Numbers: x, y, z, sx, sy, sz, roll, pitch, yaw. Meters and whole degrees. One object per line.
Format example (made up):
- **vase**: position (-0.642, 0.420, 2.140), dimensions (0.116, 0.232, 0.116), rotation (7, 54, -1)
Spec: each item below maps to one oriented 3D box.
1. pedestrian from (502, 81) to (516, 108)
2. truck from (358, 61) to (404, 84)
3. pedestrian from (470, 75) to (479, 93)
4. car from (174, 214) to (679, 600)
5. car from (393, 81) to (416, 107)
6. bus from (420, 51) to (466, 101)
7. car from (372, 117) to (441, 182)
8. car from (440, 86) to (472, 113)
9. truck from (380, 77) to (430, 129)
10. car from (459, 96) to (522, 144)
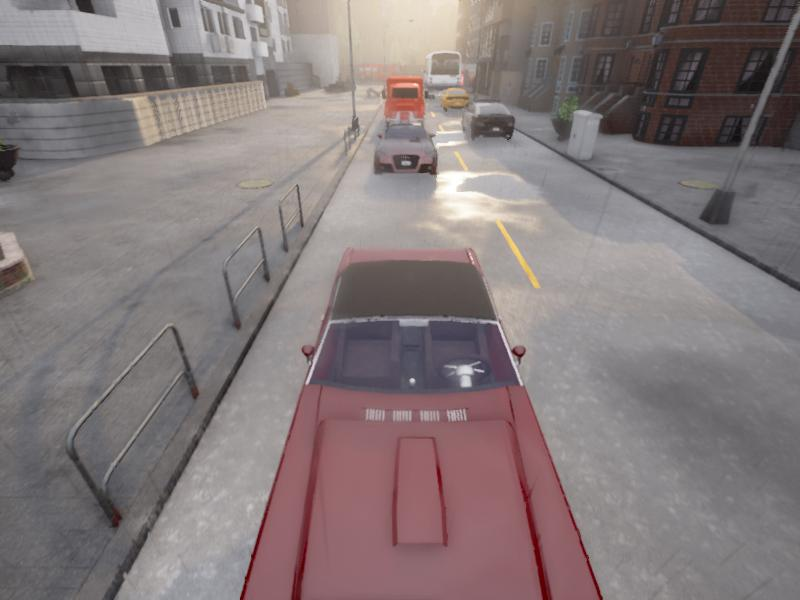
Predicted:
- **pedestrian**: position (8.712, -16.450, 31.992), dimensions (0.751, 1.860, 0.751), rotation (1, 30, 2)
- **truck**: position (-3.507, -43.129, 75.870), dimensions (8.468, 3.827, 2.891), rotation (0, 30, 0)
- **pedestrian**: position (9.341, -27.045, 50.091), dimensions (0.751, 1.860, 0.751), rotation (0, 30, 0)
- **car**: position (0.115, 0.598, 3.687), dimensions (1.895, 1.301, 4.718), rotation (0, 30, 0)
- **car**: position (0.370, -18.103, 35.042), dimensions (1.905, 1.878, 3.866), rotation (0, 30, 0)
- **bus**: position (4.324, -24.445, 43.539), dimensions (3.944, 4.253, 10.273), rotation (0, 30, 0)
- **car**: position (0.199, -5.257, 13.616), dimensions (1.994, 1.385, 4.181), rotation (0, 30, 0)
- **car**: position (4.344, -16.031, 31.851), dimensions (1.882, 1.535, 5.008), rotation (0, 30, 0)
- **truck**: position (0.280, -11.742, 23.616), dimensions (2.627, 2.467, 5.204), rotation (0, 30, 0)
- **car**: position (4.245, -8.991, 19.724), dimensions (1.930, 1.638, 5.238), rotation (0, 30, 0)
